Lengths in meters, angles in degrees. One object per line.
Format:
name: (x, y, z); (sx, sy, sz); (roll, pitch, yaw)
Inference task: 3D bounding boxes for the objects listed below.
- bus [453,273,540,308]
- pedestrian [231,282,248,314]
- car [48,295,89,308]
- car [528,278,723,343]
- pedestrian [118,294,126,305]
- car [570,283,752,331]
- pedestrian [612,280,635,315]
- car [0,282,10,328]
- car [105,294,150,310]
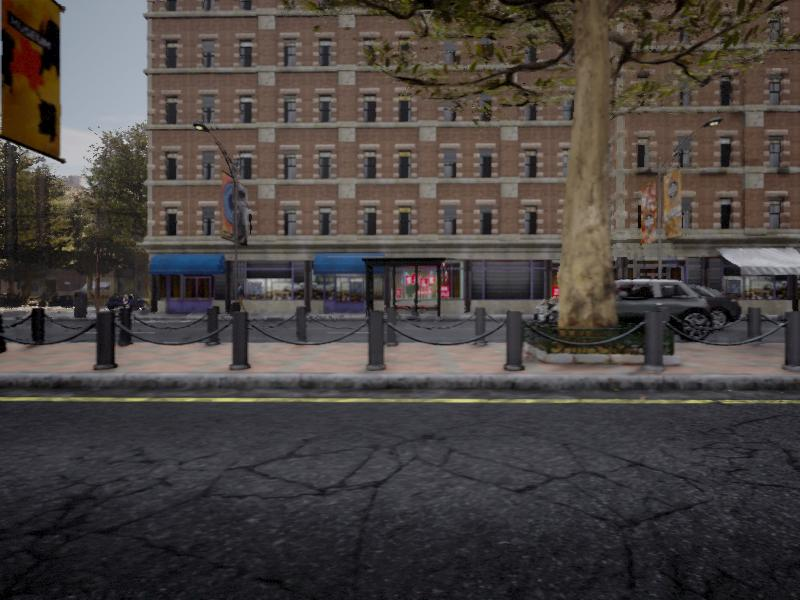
bus: (12.245, -1.181, 51.629); (10.273, 4.253, 3.944); (0, 0, 1)
pedestrian: (-9.311, -0.119, 23.208); (0.751, 1.860, 0.751); (0, 0, -8)
car: (-43.353, 0.206, 52.382); (3.988, 1.617, 1.851); (0, 0, 4)
car: (5.421, 0.241, 10.072); (3.806, 1.475, 1.970); (0, 0, 1)
pedestrian: (-45.773, -0.103, 65.863); (0.751, 1.860, 0.751); (0, 0, 1)
car: (8.600, 0.227, 13.510); (4.892, 1.490, 1.837); (0, 0, 1)
pedestrian: (12.013, -0.142, 21.492); (0.751, 1.860, 0.751); (0, 0, -11)
car: (-17.177, 0.182, 14.009); (5.238, 1.638, 1.930); (0, 0, 1)
car: (-27.322, 0.195, 40.315); (1.851, 1.617, 3.988); (0, 0, 0)
